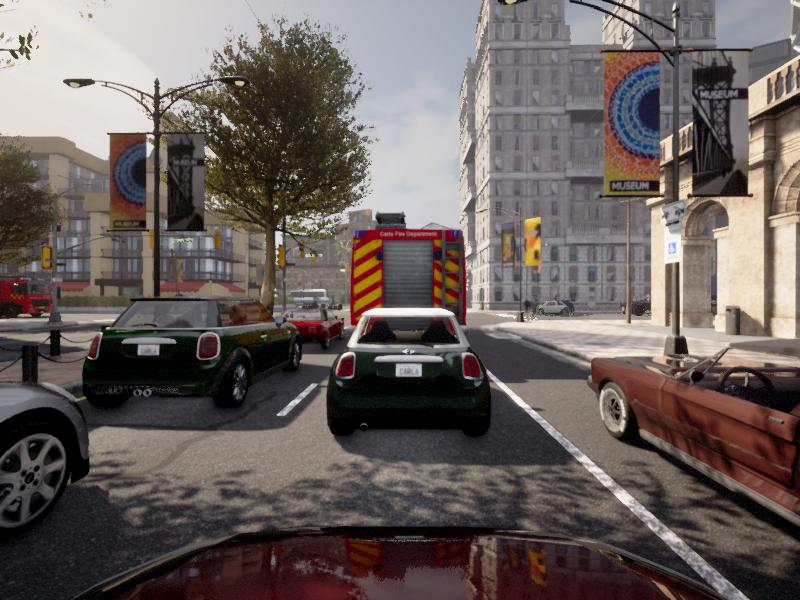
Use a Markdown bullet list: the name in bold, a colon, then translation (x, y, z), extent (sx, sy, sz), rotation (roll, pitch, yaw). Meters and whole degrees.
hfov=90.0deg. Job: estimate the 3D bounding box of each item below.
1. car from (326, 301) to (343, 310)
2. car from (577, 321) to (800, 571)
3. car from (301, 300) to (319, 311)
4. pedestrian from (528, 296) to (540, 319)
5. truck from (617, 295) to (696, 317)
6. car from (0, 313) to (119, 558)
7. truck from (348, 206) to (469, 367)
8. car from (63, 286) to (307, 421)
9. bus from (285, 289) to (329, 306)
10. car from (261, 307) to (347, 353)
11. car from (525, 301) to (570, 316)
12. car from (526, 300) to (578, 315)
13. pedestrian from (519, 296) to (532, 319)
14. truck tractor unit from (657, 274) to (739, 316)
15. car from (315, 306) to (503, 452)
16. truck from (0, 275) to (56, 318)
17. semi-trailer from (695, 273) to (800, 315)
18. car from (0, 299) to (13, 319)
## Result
- **car**: translation (-10.261, 0.853, 63.188), extent (1.970, 1.475, 3.806), rotation (0, 0, 1)
- **car**: translation (3.308, 0.938, 3.058), extent (1.895, 1.301, 4.718), rotation (0, 0, 1)
- **car**: translation (-13.798, 0.815, 61.323), extent (1.789, 1.549, 3.705), rotation (0, 0, 1)
- **pedestrian**: translation (10.996, 0.637, 32.849), extent (0.751, 1.860, 0.751), rotation (0, 0, 0)
- **truck**: translation (25.307, 0.542, 39.683), extent (6.274, 2.098, 2.390), rotation (0, 0, 1)
- **car**: translation (-3.473, 0.853, 1.600), extent (1.970, 1.475, 3.806), rotation (0, 0, 1)
- **truck**: translation (0.274, -0.321, 13.781), extent (2.891, 3.827, 8.468), rotation (0, 0, 1)
- **car**: translation (-3.355, 0.694, 7.527), extent (2.097, 1.767, 4.553), rotation (0, 0, 1)
- **bus**: translation (-23.612, -0.539, 102.235), extent (10.273, 4.253, 3.944), rotation (0, 0, 2)
- **car**: translation (-3.218, 0.944, 14.445), extent (1.895, 1.301, 4.718), rotation (0, 0, 1)
- **car**: translation (14.572, 0.853, 39.658), extent (3.806, 1.475, 1.970), rotation (0, 0, -2)
- **car**: translation (16.360, 0.777, 43.312), extent (4.856, 1.649, 2.033), rotation (0, 0, 1)
- **pedestrian**: translation (10.325, 0.637, 32.990), extent (0.751, 1.860, 0.751), rotation (0, 0, -13)
- **truck tractor unit**: translation (31.924, -0.523, 43.075), extent (6.516, 4.208, 3.053), rotation (0, 0, 1)
- **car**: translation (0.119, 0.853, 6.110), extent (1.970, 1.475, 3.806), rotation (0, 0, 1)
- **truck**: translation (-37.345, -0.320, 37.063), extent (8.468, 3.827, 2.891), rotation (0, 0, 1)
- **semi-trailer**: translation (39.831, -0.618, 42.921), extent (14.254, 4.402, 2.717), rotation (0, 0, 1)
- **car**: translation (-36.048, 0.771, 33.548), extent (5.238, 1.638, 1.930), rotation (0, 0, 0)
